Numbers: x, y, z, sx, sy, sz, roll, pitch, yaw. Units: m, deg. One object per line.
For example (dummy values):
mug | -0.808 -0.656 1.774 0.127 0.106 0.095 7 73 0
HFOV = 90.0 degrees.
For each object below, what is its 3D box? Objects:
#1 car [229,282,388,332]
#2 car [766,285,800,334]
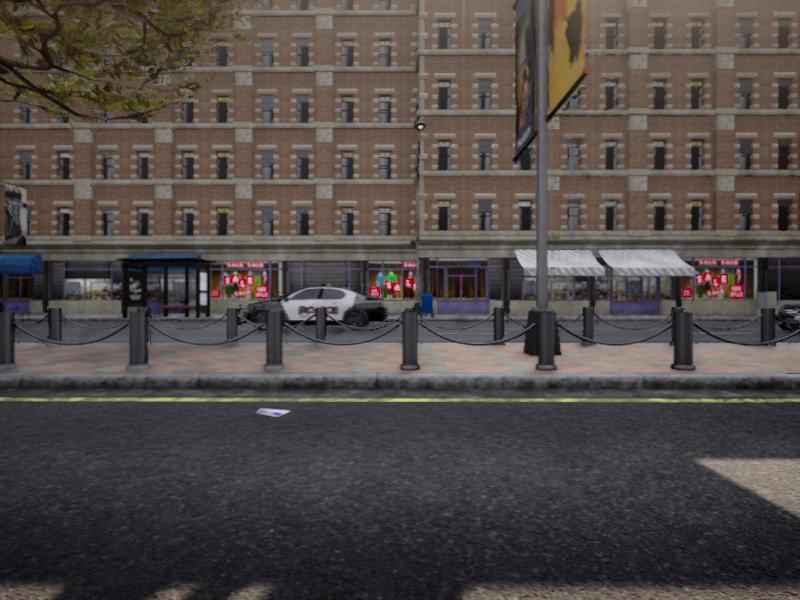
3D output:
car | -2.939 0.224 13.724 4.974 1.542 2.038 0 0 0
car | 14.048 0.270 12.268 4.674 1.442 1.812 0 0 -13
